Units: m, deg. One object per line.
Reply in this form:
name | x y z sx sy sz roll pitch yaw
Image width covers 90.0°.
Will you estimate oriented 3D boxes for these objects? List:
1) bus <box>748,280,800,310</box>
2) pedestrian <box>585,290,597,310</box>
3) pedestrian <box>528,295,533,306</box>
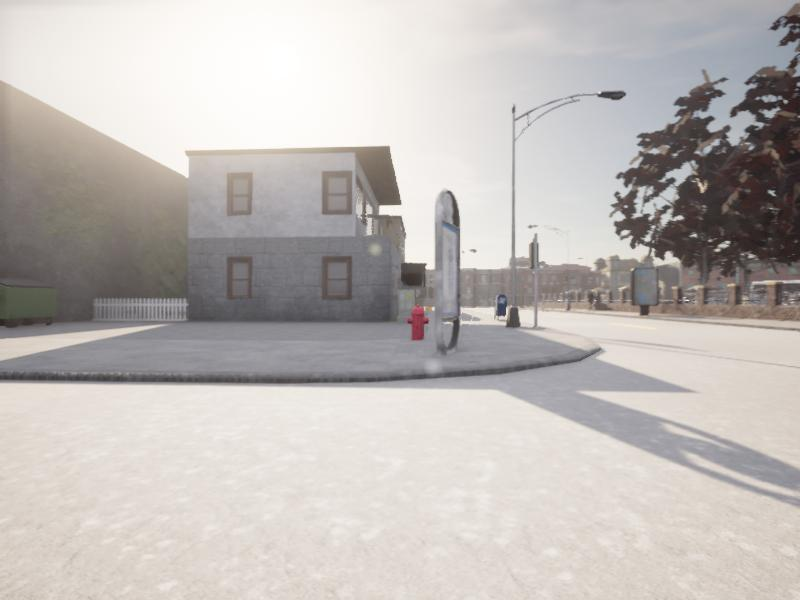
bus | 57.985 -0.753 58.257 3.944 4.253 10.273 0 0 -30
pedestrian | 17.315 0.011 36.285 0.751 1.860 0.751 0 0 5
pedestrian | 23.573 0.073 72.294 0.751 1.860 0.751 0 0 7
